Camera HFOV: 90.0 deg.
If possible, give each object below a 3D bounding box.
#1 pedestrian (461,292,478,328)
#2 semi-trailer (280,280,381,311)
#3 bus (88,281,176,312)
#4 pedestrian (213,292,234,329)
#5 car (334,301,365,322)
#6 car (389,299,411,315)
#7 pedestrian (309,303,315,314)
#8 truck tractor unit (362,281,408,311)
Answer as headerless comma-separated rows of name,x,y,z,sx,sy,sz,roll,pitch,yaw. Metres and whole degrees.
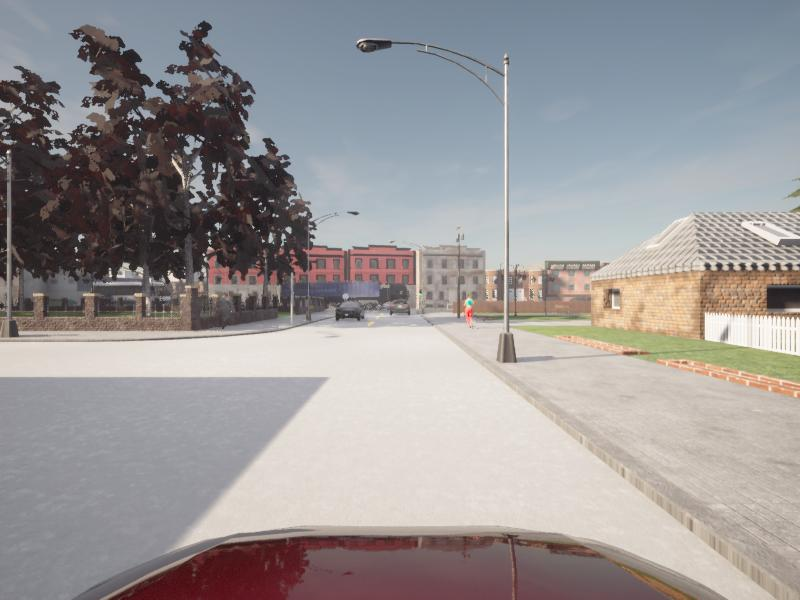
pedestrian,3.684,0.533,21.222,0.751,1.860,0.751,0,0,1
semi-trailer,-10.018,-0.618,58.378,14.254,4.402,2.717,0,0,0
bus,-38.969,-0.528,58.493,10.273,4.253,3.944,-1,0,0
pedestrian,-8.926,0.534,20.289,0.751,1.860,0.751,0,0,0
car,-3.932,0.823,32.016,1.882,1.535,5.008,0,0,0
car,0.031,0.756,44.266,2.242,1.667,4.611,0,0,1
pedestrian,-9.214,0.914,41.746,0.500,1.100,0.500,0,0,-1
truck tractor unit,-2.104,-0.521,58.385,6.516,4.208,3.053,0,0,0
